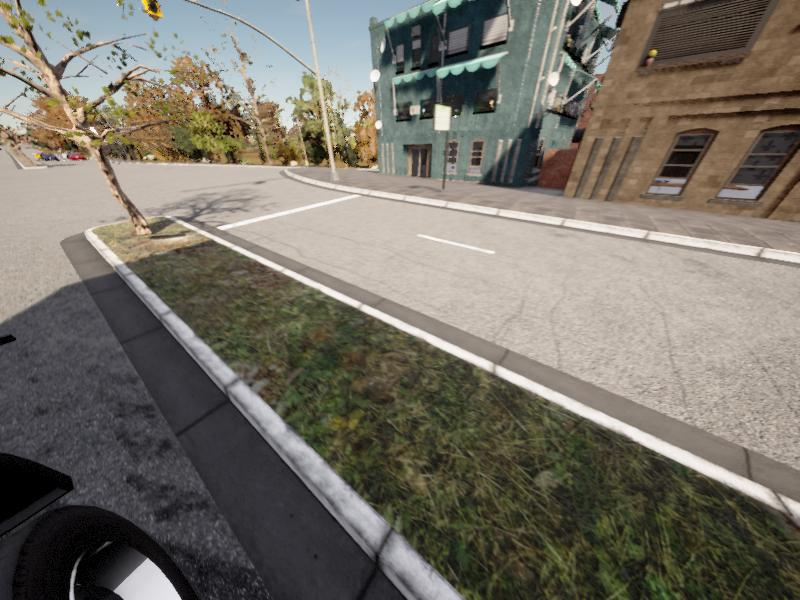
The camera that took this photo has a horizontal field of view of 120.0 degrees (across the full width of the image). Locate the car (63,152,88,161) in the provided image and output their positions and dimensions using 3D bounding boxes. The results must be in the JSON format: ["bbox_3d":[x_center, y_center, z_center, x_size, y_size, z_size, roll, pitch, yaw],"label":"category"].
[{"bbox_3d":[-62.693,-27.686,44.590,4.181,1.385,1.994,21,40,29],"label":"car"}]

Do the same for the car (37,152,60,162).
[{"bbox_3d":[-67.867,-27.630,44.573,4.193,1.474,1.816,21,40,29],"label":"car"}]
